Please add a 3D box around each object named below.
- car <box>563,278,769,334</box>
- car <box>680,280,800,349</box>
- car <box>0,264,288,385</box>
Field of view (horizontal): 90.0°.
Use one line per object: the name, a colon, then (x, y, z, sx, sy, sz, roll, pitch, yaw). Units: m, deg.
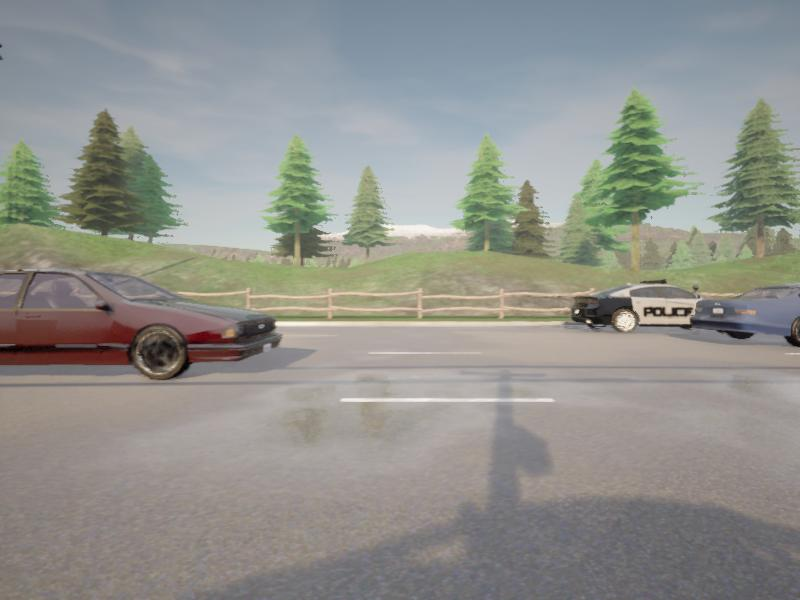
car: (8.192, 0.177, 12.696, 5.238, 1.638, 1.930, 0, 0, 0)
car: (9.820, 0.302, 9.193, 5.357, 1.411, 2.033, 0, 0, 0)
car: (-4.557, 0.290, 5.702, 5.357, 1.411, 2.033, 0, 0, 0)
